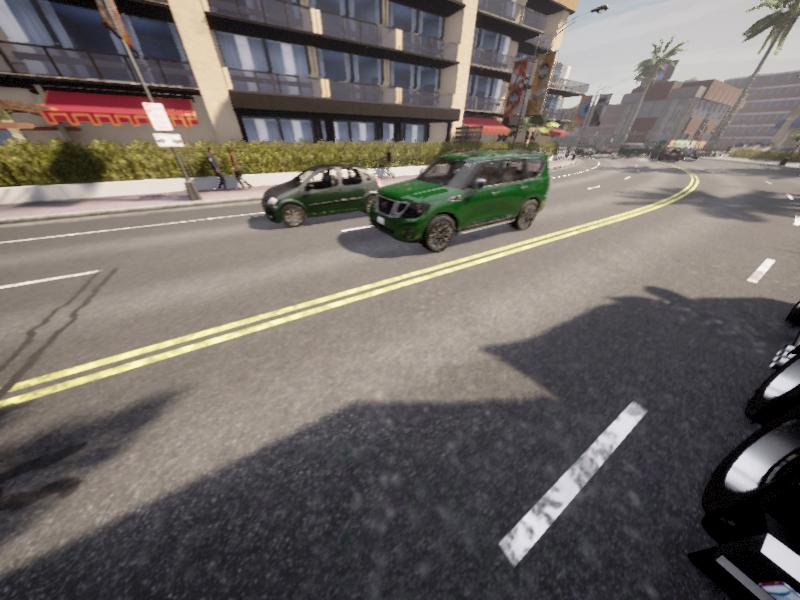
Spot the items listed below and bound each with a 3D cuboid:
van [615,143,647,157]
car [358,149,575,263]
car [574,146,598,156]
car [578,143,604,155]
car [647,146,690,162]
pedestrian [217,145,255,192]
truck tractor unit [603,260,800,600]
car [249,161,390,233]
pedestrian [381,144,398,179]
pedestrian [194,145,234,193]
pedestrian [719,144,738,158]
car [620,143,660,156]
[{"bbox_3d":[41.417,-27.061,41.620,1.775,1.987,4.442,7,35,10],"label":"van"},{"bbox_3d":[1.919,-3.016,6.584,5.566,2.045,2.150,-19,39,-25],"label":"car"},{"bbox_3d":[34.828,-28.006,43.370,1.970,1.475,3.806,6,35,8],"label":"car"},{"bbox_3d":[39.001,-30.908,47.220,1.905,1.878,3.866,2,35,2],"label":"car"},{"bbox_3d":[37.676,-20.654,32.639,2.242,1.667,4.611,15,38,21],"label":"car"},{"bbox_3d":[-7.758,-6.266,11.034,0.751,1.860,0.751,-10,36,-15],"label":"pedestrian"},{"bbox_3d":[5.105,-0.305,0.798,6.516,4.208,3.053,-18,39,-25],"label":"truck tractor unit"},{"bbox_3d":[-2.552,-3.668,7.870,3.988,1.617,1.851,-18,39,-25],"label":"car"},{"bbox_3d":[-0.652,-8.896,14.884,0.751,1.860,0.751,-19,39,-25],"label":"pedestrian"},{"bbox_3d":[-8.665,-6.152,10.861,0.751,1.860,0.751,-14,37,-20],"label":"pedestrian"},{"bbox_3d":[53.145,-24.202,37.409,0.751,1.860,0.751,11,36,15],"label":"pedestrian"},{"bbox_3d":[45.534,-28.793,44.092,2.150,2.045,5.566,4,34,5],"label":"car"}]
